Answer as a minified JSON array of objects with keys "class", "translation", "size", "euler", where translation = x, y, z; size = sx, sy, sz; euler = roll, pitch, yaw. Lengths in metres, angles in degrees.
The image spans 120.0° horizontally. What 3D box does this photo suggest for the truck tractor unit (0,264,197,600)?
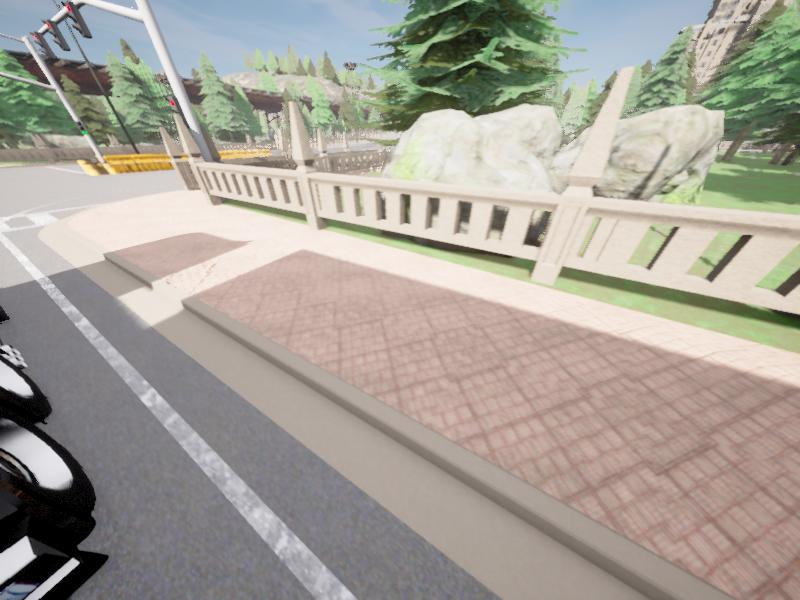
[{"class":"truck tractor unit","translation":[-5.114,-0.298,0.779],"size":[6.516,4.208,3.053],"euler":[18,39,24]}]
